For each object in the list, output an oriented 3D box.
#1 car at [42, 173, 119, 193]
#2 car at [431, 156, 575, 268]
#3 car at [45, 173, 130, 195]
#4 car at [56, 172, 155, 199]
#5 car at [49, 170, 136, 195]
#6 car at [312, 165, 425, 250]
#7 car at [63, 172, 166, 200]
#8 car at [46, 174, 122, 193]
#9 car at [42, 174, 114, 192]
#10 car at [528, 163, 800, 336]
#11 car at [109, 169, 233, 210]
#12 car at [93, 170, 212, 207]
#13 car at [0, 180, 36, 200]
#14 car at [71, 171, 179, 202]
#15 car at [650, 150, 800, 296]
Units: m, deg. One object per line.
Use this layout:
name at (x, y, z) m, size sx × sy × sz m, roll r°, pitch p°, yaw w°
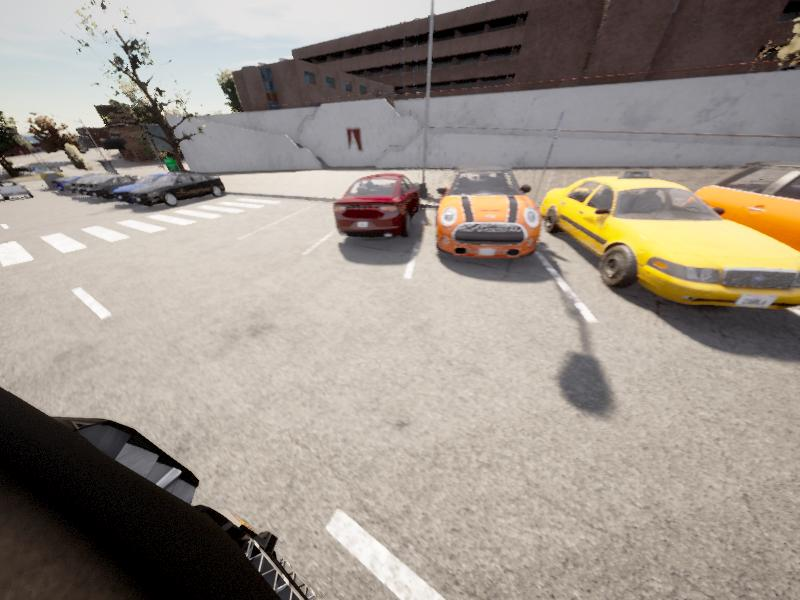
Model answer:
car at (-38.355, -14.216, 27.955) m, size 2.231 × 1.521 × 4.892 m, roll 6°, pitch 33°, yaw 14°
car at (2.103, -2.680, 6.159) m, size 2.185 × 1.767 × 4.553 m, roll 4°, pitch 34°, yaw 10°
car at (-33.467, -12.653, 25.027) m, size 2.097 × 1.535 × 5.008 m, roll 5°, pitch 33°, yaw 14°
car at (-26.028, -10.397, 20.782) m, size 2.231 × 1.521 × 4.892 m, roll 4°, pitch 33°, yaw 12°
car at (-30.995, -12.014, 23.555) m, size 2.185 × 1.767 × 4.553 m, roll 5°, pitch 33°, yaw 13°
car at (-0.478, -3.283, 7.500) m, size 2.097 × 1.535 × 5.008 m, roll 3°, pitch 33°, yaw 10°
car at (-23.515, -9.669, 19.406) m, size 2.231 × 1.521 × 4.892 m, roll 4°, pitch 33°, yaw 12°
car at (-35.908, -13.398, 26.508) m, size 2.002 × 1.452 × 4.674 m, roll 6°, pitch 33°, yaw 14°
car at (-40.762, -15.012, 29.496) m, size 2.163 × 1.488 × 4.792 m, roll 6°, pitch 33°, yaw 15°
car at (4.648, -1.725, 4.744) m, size 1.946 × 1.575 × 5.366 m, roll 4°, pitch 34°, yaw 9°
car at (-13.331, -6.858, 14.073) m, size 2.097 × 1.535 × 5.008 m, roll 3°, pitch 33°, yaw 10°
car at (-15.889, -7.557, 15.393) m, size 2.097 × 1.535 × 5.008 m, roll 4°, pitch 33°, yaw 10°
car at (-38.596, -11.011, 23.048) m, size 3.633 × 1.501 × 1.845 m, roll 17°, pitch 39°, yaw 30°
car at (-20.986, -8.952, 18.047) m, size 2.231 × 1.521 × 4.892 m, roll 4°, pitch 33°, yaw 11°
car at (7.251, -1.206, 3.560) m, size 2.185 × 1.767 × 4.553 m, roll 4°, pitch 34°, yaw 9°
